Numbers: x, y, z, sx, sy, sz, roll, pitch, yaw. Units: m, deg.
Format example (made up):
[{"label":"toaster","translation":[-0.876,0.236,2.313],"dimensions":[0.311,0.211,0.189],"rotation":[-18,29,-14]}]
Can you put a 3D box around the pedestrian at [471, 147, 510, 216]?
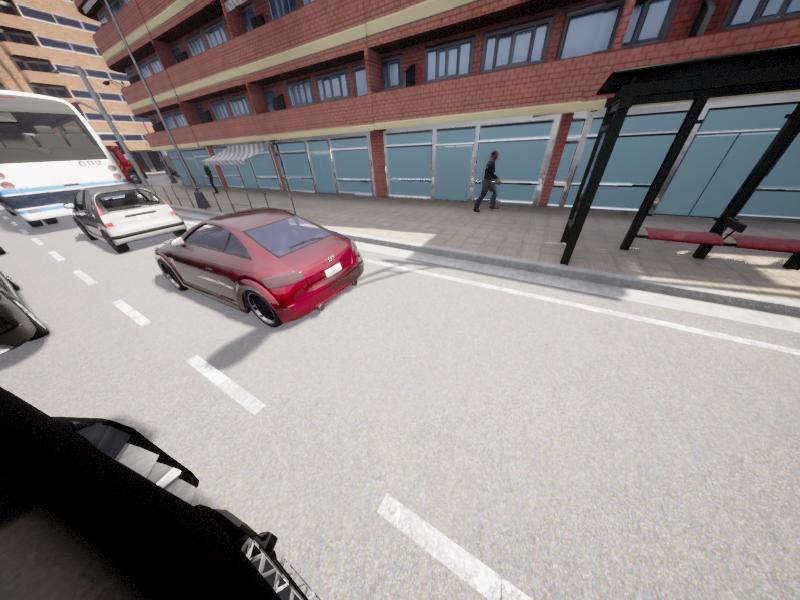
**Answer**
[{"label":"pedestrian","translation":[2.862,-3.758,7.384],"dimensions":[0.751,1.860,0.751],"rotation":[15,38,25]}]

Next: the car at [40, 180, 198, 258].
[{"label":"car","translation":[-8.838,-2.757,7.333],"dimensions":[3.988,1.617,1.851],"rotation":[16,38,26]}]

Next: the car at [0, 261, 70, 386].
[{"label":"car","translation":[-7.291,-0.092,3.169],"dimensions":[5.238,1.638,1.930],"rotation":[16,38,26]}]

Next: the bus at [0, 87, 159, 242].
[{"label":"bus","translation":[-16.818,-6.032,10.492],"dimensions":[10.273,4.253,3.944],"rotation":[16,38,26]}]

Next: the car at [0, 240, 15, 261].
[{"label":"car","translation":[-13.675,-1.921,6.391],"dimensions":[4.611,1.667,2.242],"rotation":[16,38,26]}]

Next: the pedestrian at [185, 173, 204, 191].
[{"label":"pedestrian","translation":[-14.934,-8.600,16.776],"dimensions":[0.500,1.100,0.500],"rotation":[18,39,28]}]

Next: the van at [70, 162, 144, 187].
[{"label":"van","translation":[-32.432,-14.018,25.779],"dimensions":[1.775,1.987,4.442],"rotation":[16,38,26]}]

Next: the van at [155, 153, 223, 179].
[{"label":"van","translation":[-28.275,-18.248,31.325],"dimensions":[1.988,2.561,5.915],"rotation":[16,38,26]}]

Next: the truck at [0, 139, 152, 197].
[{"label":"truck","translation":[-29.492,-12.703,21.907],"dimensions":[2.891,3.827,8.468],"rotation":[-6,34,-5]}]

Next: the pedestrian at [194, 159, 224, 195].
[{"label":"pedestrian","translation":[-11.858,-7.639,14.371],"dimensions":[0.751,1.860,0.751],"rotation":[-26,40,-31]}]

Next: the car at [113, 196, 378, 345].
[{"label":"car","translation":[-2.783,-0.949,4.357],"dimensions":[4.181,1.385,1.994],"rotation":[15,37,25]}]
